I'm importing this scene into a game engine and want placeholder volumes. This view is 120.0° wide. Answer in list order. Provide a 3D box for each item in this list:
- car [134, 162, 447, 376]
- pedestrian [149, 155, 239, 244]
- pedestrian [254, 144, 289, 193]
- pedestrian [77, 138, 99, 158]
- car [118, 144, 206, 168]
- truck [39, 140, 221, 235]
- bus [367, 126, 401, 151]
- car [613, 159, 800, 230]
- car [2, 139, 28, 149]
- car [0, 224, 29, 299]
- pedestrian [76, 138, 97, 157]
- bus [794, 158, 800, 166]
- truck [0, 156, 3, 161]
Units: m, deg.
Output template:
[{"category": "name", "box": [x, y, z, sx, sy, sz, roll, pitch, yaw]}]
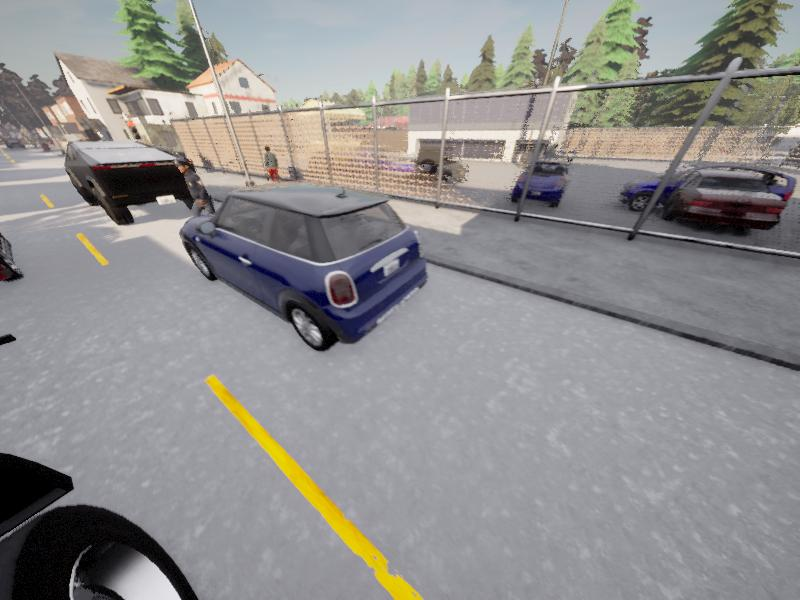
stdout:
[{"category": "car", "box": [-1.847, -1.098, 3.900, 4.553, 1.767, 2.097, 22, 41, 28]}, {"category": "pedestrian", "box": [-4.965, -2.473, 5.729, 0.751, 1.860, 0.751, 12, 37, 16]}, {"category": "pedestrian", "box": [-5.784, -5.938, 10.463, 0.751, 1.860, 0.751, -24, 42, -30]}, {"category": "pedestrian", "box": [-36.210, -17.627, 26.808, 0.751, 1.860, 0.751, 26, 43, 32]}, {"category": "car", "box": [-21.681, -13.386, 21.327, 1.930, 1.638, 5.238, 25, 42, 31]}, {"category": "truck", "box": [-9.495, -4.289, 8.107, 6.274, 2.098, 2.390, 22, 41, 28]}, {"category": "bus", "box": [-3.754, -36.802, 52.417, 3.944, 4.253, 10.273, -16, 39, -19]}, {"category": "car", "box": [9.970, -3.727, 7.816, 3.705, 1.547, 1.789, 22, 40, 28]}, {"category": "car", "box": [-78.461, -31.761, 47.073, 4.974, 1.542, 2.038, 22, 40, 28]}, {"category": "car", "box": [-8.880, -0.948, 4.003, 4.181, 1.385, 1.994, 22, 41, 28]}, {"category": "pedestrian", "box": [-38.057, -18.496, 28.028, 0.751, 1.860, 0.751, 27, 43, 32]}, {"category": "bus", "box": [49.506, -16.455, 23.937, 10.273, 4.253, 3.944, -8, 34, -10]}, {"category": "truck", "box": [-46.045, -16.877, 24.201, 8.468, 3.827, 2.891, 22, 40, 28]}]
